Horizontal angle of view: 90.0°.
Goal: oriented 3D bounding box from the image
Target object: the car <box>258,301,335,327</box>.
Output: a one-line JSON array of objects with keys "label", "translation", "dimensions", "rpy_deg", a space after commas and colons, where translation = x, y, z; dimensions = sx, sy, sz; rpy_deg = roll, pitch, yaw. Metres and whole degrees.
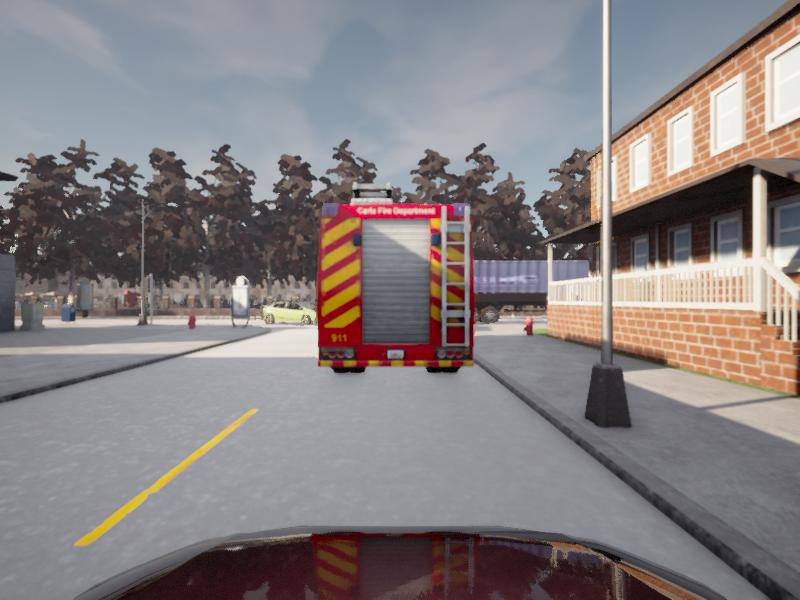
[{"label": "car", "translation": [-6.623, 0.826, 25.639], "dimensions": [4.514, 1.525, 2.007], "rpy_deg": [0, 0, 22]}]

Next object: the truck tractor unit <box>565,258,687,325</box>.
[{"label": "truck tractor unit", "translation": [15.084, -0.525, 27.085], "dimensions": [6.516, 4.208, 3.053], "rpy_deg": [0, 0, -1]}]

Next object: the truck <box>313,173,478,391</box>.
[{"label": "truck", "translation": [-0.105, -0.321, 11.253], "dimensions": [2.891, 3.827, 8.468], "rpy_deg": [0, 0, 0]}]

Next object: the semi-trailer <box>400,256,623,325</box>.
[{"label": "semi-trailer", "translation": [7.171, -0.620, 27.002], "dimensions": [14.254, 4.402, 2.717], "rpy_deg": [0, 0, -1]}]

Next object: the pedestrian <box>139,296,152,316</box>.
[{"label": "pedestrian", "translation": [-22.931, 0.529, 36.071], "dimensions": [0.751, 1.860, 0.751], "rpy_deg": [0, 0, -1]}]

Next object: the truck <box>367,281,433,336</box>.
[{"label": "truck", "translation": [0.176, 0.359, 20.804], "dimensions": [2.627, 2.467, 5.204], "rpy_deg": [0, 0, 9]}]
